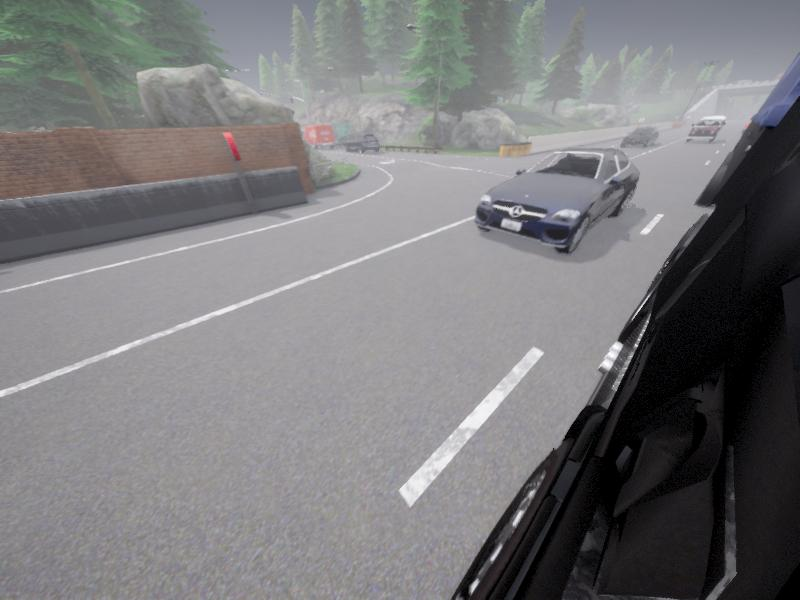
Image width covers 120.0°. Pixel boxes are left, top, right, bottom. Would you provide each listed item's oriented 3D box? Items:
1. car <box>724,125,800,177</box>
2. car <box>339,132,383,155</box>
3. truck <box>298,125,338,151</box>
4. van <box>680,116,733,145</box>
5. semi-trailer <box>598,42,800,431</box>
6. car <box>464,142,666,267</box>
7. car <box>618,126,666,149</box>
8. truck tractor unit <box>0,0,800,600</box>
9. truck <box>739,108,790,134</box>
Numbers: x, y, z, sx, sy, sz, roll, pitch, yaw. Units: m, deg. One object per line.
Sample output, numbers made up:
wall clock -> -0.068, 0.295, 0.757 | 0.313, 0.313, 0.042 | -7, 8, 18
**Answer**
car -> 17.794, -7.253, 11.010 | 4.856, 1.649, 2.033 | -28, 44, -30
car -> -4.007, -15.911, 23.437 | 2.033, 1.649, 4.856 | -27, 43, -29
truck -> -10.619, -20.890, 29.743 | 2.627, 2.467, 5.204 | -27, 43, -29
van -> 29.255, -16.242, 22.064 | 4.480, 2.038, 2.069 | -28, 44, -30
semi-trailer -> 8.697, -3.583, 4.260 | 14.254, 4.402, 2.717 | -28, 44, -30
car -> 4.151, -2.764, 5.752 | 5.027, 1.651, 2.152 | -28, 44, -30
car -> 22.479, -15.172, 21.458 | 4.892, 1.490, 1.837 | -28, 44, -30
truck tractor unit -> 2.645, -0.295, 0.352 | 6.516, 4.208, 3.053 | -28, 44, -30
truck -> 47.661, -23.445, 30.341 | 5.204, 2.467, 2.627 | -28, 44, -30
